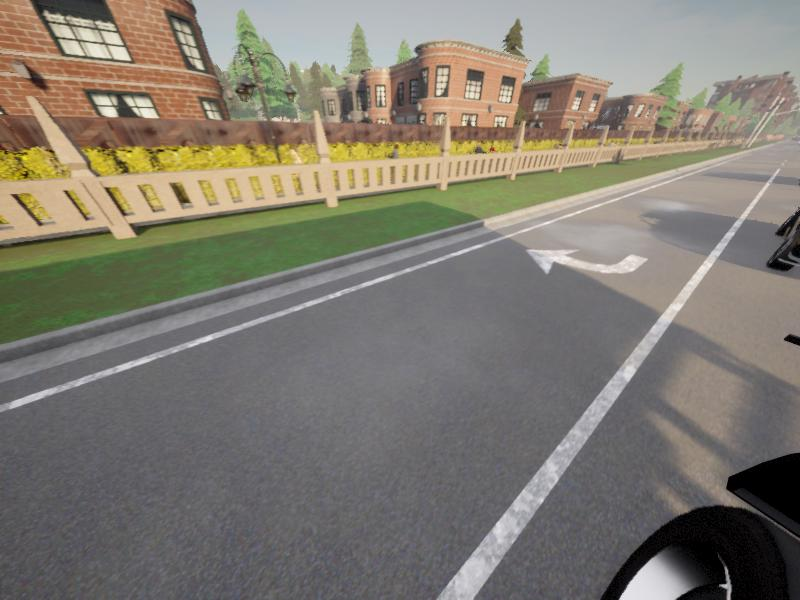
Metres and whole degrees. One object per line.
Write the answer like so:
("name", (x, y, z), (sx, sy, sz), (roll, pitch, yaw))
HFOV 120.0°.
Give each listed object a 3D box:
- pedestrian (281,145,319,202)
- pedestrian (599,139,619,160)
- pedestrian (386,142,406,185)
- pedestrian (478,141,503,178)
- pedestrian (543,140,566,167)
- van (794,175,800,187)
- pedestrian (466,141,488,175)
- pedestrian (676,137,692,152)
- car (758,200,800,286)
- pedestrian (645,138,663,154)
("pedestrian", (-3.863, -4.914, 8.988), (0.751, 1.860, 0.751), (-24, 42, -30))
("pedestrian", (22.434, -16.182, 24.784), (0.751, 1.860, 0.751), (-23, 41, -28))
("pedestrian", (-0.208, -7.129, 12.104), (0.751, 1.860, 0.751), (-19, 39, -25))
("pedestrian", (5.564, -8.694, 14.282), (0.751, 1.860, 0.751), (-21, 40, -27))
("pedestrian", (12.653, -12.039, 18.977), (0.751, 1.860, 0.751), (-22, 41, -28))
("van", (23.394, -7.180, 12.203), (4.442, 1.987, 1.775), (-22, 41, -28))
("pedestrian", (5.001, -9.263, 15.093), (0.751, 1.860, 0.751), (-22, 41, -28))
("pedestrian", (44.907, -24.583, 36.549), (0.751, 1.860, 0.751), (-21, 40, -27))
("car", (9.747, -1.485, 4.538), (5.027, 1.651, 2.152), (-22, 41, -28))
("pedestrian", (34.912, -21.165, 31.774), (0.751, 1.860, 0.751), (-22, 41, -28))
